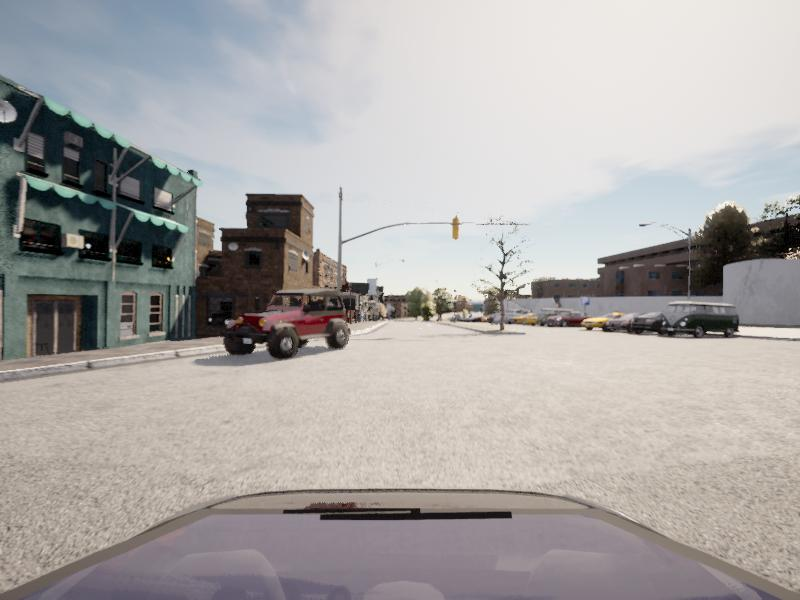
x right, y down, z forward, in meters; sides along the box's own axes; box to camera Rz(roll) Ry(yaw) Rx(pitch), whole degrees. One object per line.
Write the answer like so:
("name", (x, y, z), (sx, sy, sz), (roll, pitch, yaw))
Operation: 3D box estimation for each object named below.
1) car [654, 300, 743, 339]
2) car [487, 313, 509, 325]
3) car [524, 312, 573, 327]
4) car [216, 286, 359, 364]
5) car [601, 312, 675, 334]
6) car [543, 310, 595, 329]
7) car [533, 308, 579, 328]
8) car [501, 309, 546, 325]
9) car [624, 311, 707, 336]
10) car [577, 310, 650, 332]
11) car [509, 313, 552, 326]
("car", (16.916, 1.120, 22.670), (4.442, 1.987, 1.878), (2, -2, -20))
("car", (12.025, 2.318, 49.225), (1.845, 1.501, 3.633), (1, -2, 0))
("car", (17.259, 2.290, 46.580), (5.366, 1.575, 1.946), (2, -3, -20))
("car", (-3.103, 0.593, 11.809), (1.905, 1.878, 3.866), (0, 1, 28))
("car", (17.038, 1.624, 28.652), (4.674, 1.452, 2.002), (2, -2, -20))
("car", (17.103, 1.927, 40.573), (4.553, 1.767, 2.185), (2, -2, -20))
("car", (16.976, 1.938, 43.501), (4.442, 1.987, 1.878), (2, -2, -20))
("car", (17.142, 2.396, 55.461), (5.566, 2.045, 2.435), (3, -3, -20))
("car", (17.022, 1.507, 25.681), (4.674, 1.452, 2.002), (2, -3, -20))
("car", (16.871, 1.691, 31.566), (5.366, 1.575, 1.946), (2, -2, -20))
("car", (17.107, 2.523, 52.462), (5.008, 1.535, 2.097), (2, -2, -20))
